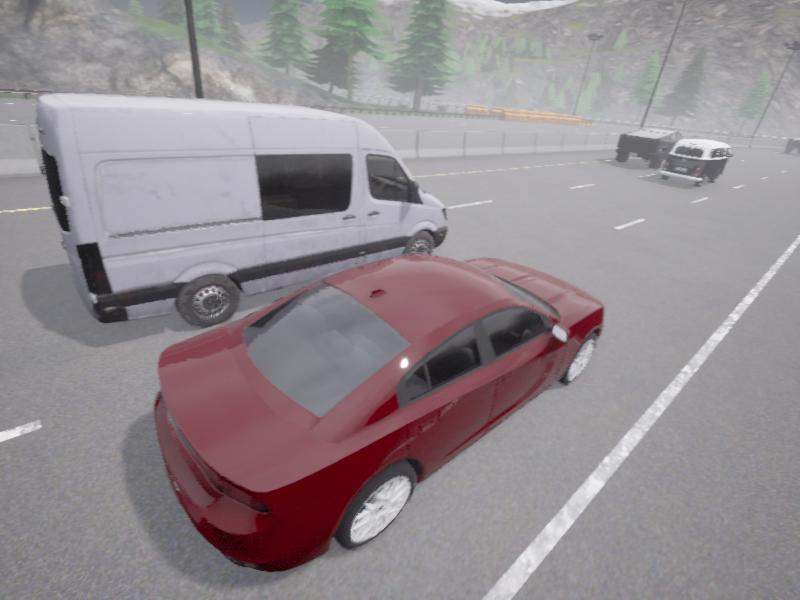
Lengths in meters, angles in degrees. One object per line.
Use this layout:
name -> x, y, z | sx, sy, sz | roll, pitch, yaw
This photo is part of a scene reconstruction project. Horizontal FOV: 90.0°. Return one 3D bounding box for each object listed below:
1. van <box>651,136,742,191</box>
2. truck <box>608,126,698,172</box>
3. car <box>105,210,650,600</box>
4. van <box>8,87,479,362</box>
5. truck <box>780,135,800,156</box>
van -> 14.876, -6.929, 20.025 | 4.480, 2.038, 2.069 | -19, 37, -38
truck -> 15.865, -9.504, 24.921 | 6.274, 2.098, 2.390 | -19, 37, -38
car -> 0.360, 0.372, 4.096 | 5.008, 1.535, 1.882 | -19, 37, -38
van -> -1.640, -1.596, 6.270 | 5.915, 2.561, 1.988 | -19, 37, -38
truck -> 50.322, -18.989, 49.480 | 6.274, 2.098, 2.390 | -11, 33, -28
